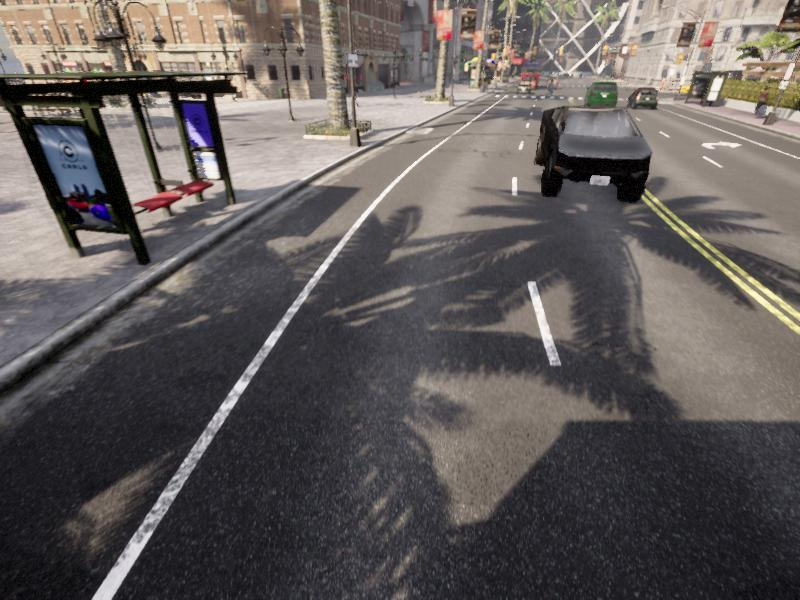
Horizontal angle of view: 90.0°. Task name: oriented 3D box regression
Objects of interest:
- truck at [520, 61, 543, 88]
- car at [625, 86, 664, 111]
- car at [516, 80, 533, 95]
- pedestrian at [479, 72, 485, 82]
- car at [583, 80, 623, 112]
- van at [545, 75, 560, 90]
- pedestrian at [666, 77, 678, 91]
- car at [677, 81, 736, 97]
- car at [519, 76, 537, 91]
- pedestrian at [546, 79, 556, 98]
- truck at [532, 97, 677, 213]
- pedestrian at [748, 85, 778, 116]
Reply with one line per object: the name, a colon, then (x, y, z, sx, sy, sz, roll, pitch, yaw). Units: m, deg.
truck: (22.398, -38.445, 68.162, 2.891, 3.827, 8.468, 9, 32, 15)
car: (20.712, -17.226, 34.094, 1.851, 1.617, 3.988, 9, 32, 15)
car: (15.918, -27.164, 51.060, 1.789, 1.549, 3.705, 9, 31, 15)
pedestrian: (16.919, -45.860, 82.351, 0.751, 1.860, 0.751, -16, 34, -26)
car: (16.766, -17.045, 33.299, 2.150, 2.045, 5.566, 10, 32, 16)
van: (23.398, -33.384, 61.349, 1.775, 1.987, 4.442, 9, 32, 15)
pedestrian: (41.645, -33.148, 61.256, 0.751, 1.860, 0.751, 6, 31, 9)
car: (38.129, -26.319, 49.911, 5.366, 1.575, 1.801, 9, 31, 15)
car: (19.206, -32.490, 59.964, 2.097, 1.767, 4.553, 9, 32, 15)
pedestrian: (16.957, -23.775, 44.934, 0.751, 1.860, 0.751, 9, 31, 15)
truck: (5.507, -4.686, 11.998, 2.390, 2.098, 6.274, 7, 31, 11)
pedestrian: (25.277, -13.929, 27.921, 0.751, 1.860, 0.751, 10, 32, 15)
